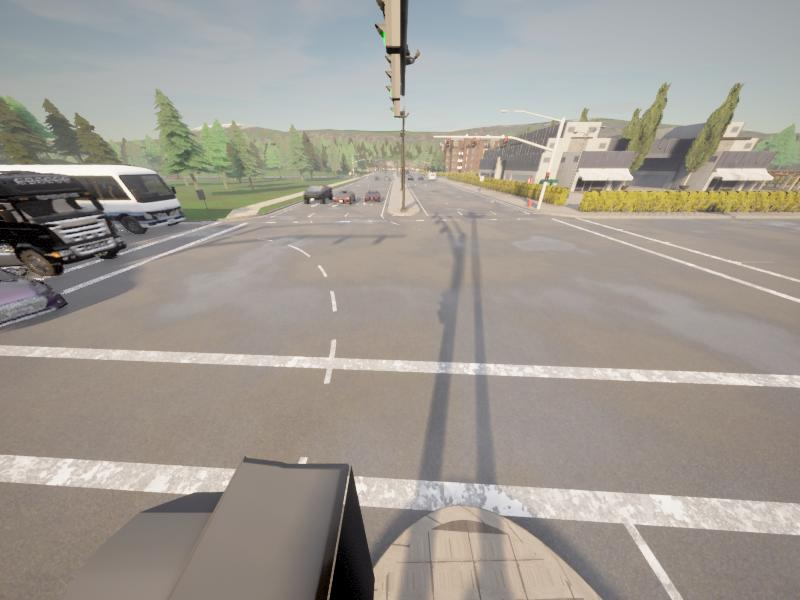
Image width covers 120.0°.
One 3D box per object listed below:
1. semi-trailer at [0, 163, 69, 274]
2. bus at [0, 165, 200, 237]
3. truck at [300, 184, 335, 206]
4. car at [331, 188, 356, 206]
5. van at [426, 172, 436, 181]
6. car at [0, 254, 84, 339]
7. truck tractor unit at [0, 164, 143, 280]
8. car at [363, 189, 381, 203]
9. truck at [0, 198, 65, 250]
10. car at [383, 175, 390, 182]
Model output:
[{"bbox_3d":[-24.981,-3.653,10.216,14.254,4.402,2.717,0,30,0],"label":"semi-trailer"},{"bbox_3d":[-21.829,-7.171,16.475,10.273,4.253,3.944,0,30,0],"label":"bus"},{"bbox_3d":[-10.698,-14.013,30.482,2.390,2.098,6.274,0,30,-1],"label":"truck"},{"bbox_3d":[-7.184,-13.424,29.936,2.152,1.651,5.027,0,30,-1],"label":"car"},{"bbox_3d":[10.658,-42.395,79.309,2.351,2.431,6.366,0,30,0],"label":"van"},{"bbox_3d":[-13.232,-0.269,7.145,4.856,1.649,2.033,9,30,15],"label":"car"},{"bbox_3d":[-17.072,-3.490,10.123,6.516,4.208,3.053,1,30,3],"label":"truck tractor unit"},{"bbox_3d":[-3.711,-14.247,31.615,1.994,1.385,4.181,0,30,-1],"label":"car"},{"bbox_3d":[-25.120,-4.576,13.761,5.204,2.467,2.627,0,30,0],"label":"truck"},{"bbox_3d":[-4.301,-39.630,75.319,2.033,1.649,4.856,0,30,0],"label":"car"}]
